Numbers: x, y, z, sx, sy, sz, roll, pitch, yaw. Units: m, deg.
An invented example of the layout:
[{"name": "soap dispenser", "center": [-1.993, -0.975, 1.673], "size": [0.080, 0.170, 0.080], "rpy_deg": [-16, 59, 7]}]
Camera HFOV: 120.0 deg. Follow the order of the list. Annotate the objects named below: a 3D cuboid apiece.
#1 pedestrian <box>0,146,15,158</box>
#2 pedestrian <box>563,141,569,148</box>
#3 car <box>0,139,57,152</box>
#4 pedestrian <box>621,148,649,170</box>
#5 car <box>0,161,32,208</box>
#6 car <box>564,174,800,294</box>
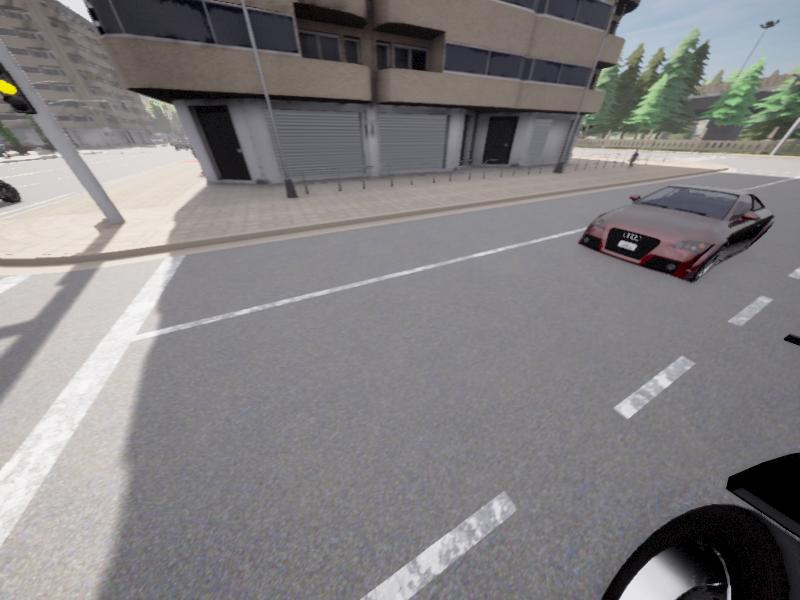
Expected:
[{"name": "pedestrian", "center": [-43.823, -16.383, 25.640], "size": [0.500, 1.100, 0.500], "rpy_deg": [-9, 36, -12]}, {"name": "pedestrian", "center": [32.269, -30.307, 44.933], "size": [0.500, 1.100, 0.500], "rpy_deg": [-15, 38, -19]}, {"name": "car", "center": [-61.242, -25.486, 38.040], "size": [4.553, 1.767, 2.097], "rpy_deg": [-15, 38, -20]}, {"name": "pedestrian", "center": [17.279, -10.414, 17.010], "size": [0.751, 1.300, 0.751], "rpy_deg": [-16, 38, -21]}, {"name": "car", "center": [-15.790, -3.589, 7.675], "size": [1.812, 1.442, 4.674], "rpy_deg": [-18, 39, -23]}, {"name": "car", "center": [6.189, -1.723, 5.088], "size": [4.181, 1.385, 1.994], "rpy_deg": [-16, 39, -21]}]
